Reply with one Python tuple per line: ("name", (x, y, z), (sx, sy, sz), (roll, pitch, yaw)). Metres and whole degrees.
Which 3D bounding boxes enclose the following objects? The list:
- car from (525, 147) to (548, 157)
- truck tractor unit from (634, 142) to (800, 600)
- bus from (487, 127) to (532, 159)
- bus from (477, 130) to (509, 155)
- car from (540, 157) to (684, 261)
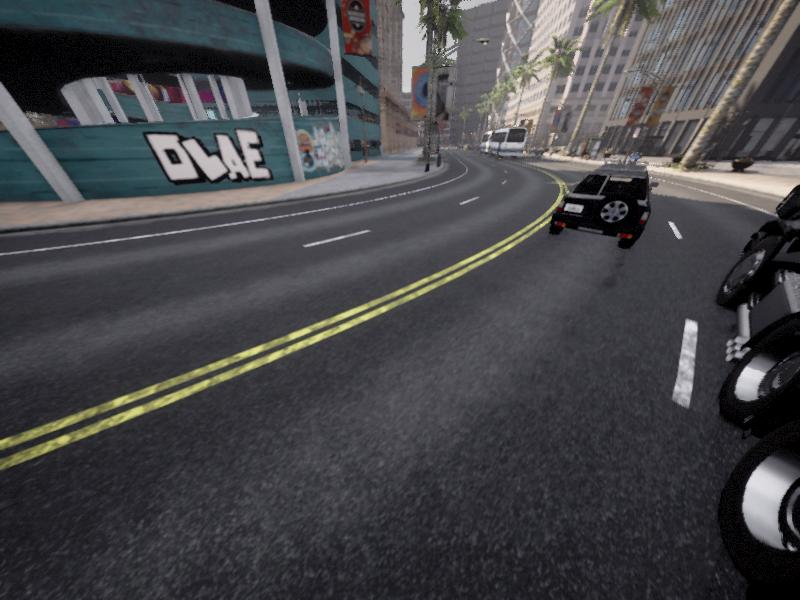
("car", (26.007, -28.423, 44.245), (2.231, 1.521, 4.892), (4, 35, 6))
("truck tractor unit", (4.887, -0.475, 1.048), (6.516, 4.208, 3.053), (-26, 43, -33))
("bus", (18.868, -27.892, 41.067), (3.944, 4.253, 10.273), (4, 35, 6))
("bus", (20.694, -35.613, 52.331), (3.944, 4.253, 10.273), (4, 35, 6))
("car", (6.186, -3.022, 6.848), (1.932, 1.855, 4.605), (27, 43, 33))
